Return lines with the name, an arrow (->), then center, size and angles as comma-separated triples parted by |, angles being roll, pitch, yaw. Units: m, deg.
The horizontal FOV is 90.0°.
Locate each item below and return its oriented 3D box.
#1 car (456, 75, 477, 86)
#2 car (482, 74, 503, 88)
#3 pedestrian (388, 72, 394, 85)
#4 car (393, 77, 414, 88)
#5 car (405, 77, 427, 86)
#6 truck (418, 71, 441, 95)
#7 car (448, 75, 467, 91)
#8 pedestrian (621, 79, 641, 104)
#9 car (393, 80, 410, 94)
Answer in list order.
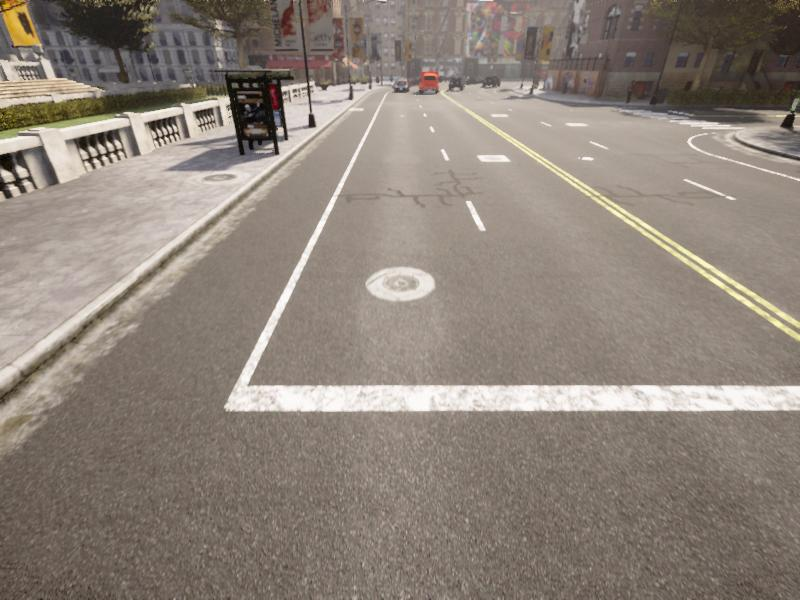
car -> 12.024, -39.723, 72.386 | 2.007, 1.525, 4.514 | 18, 35, 28
car -> 14.873, -35.305, 64.424 | 1.932, 1.855, 4.605 | 15, 33, 23
pedestrian -> -1.475, -38.340, 69.270 | 0.751, 1.860, 0.751 | 16, 34, 25
car -> 0.648, -35.718, 65.542 | 2.002, 1.452, 4.674 | 10, 32, 17
car -> 2.816, -38.334, 70.158 | 1.895, 1.301, 4.718 | 16, 34, 25
truck -> 3.604, -27.229, 50.040 | 2.627, 2.467, 5.204 | 0, 30, 1
car -> 8.281, -31.170, 57.362 | 1.932, 1.855, 4.605 | 8, 31, 13
pedestrian -> 19.903, -17.991, 34.525 | 0.751, 1.860, 0.751 | -12, 33, -20
car -> 0.239, -27.826, 52.128 | 1.970, 1.475, 3.806 | 2, 30, 3
